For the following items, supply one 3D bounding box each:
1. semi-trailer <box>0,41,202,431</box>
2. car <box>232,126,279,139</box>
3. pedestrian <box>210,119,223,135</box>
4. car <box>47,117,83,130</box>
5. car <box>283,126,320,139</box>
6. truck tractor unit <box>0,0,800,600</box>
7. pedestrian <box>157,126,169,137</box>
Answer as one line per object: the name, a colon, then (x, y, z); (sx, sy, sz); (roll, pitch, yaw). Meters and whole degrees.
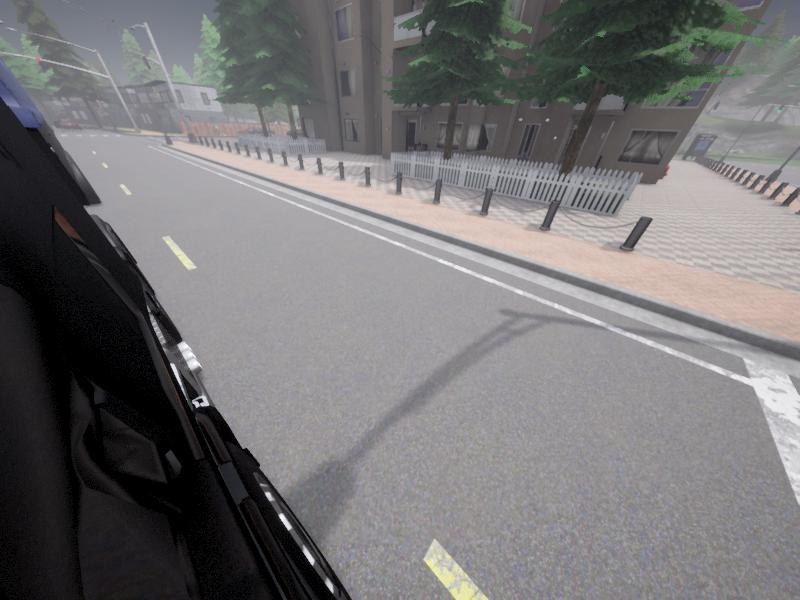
semi-trailer: (-8.712, -3.597, 4.212); (14.254, 4.402, 2.717); (28, 44, 30)
car: (-21.237, -24.762, 34.215); (2.033, 1.411, 5.357); (30, 45, 32)
pedestrian: (-27.934, -26.259, 35.109); (0.751, 1.860, 0.751); (25, 42, 27)
car: (-50.334, -26.514, 34.711); (4.181, 1.385, 1.994); (20, 40, 22)
car: (-16.290, -27.895, 38.525); (2.152, 1.651, 5.027); (30, 45, 32)
truck tractor unit: (-2.645, -0.295, 0.352); (6.516, 4.208, 3.053); (28, 44, 30)
pedestrian: (-29.973, -21.304, 29.246); (0.500, 1.100, 0.500); (21, 41, 23)
